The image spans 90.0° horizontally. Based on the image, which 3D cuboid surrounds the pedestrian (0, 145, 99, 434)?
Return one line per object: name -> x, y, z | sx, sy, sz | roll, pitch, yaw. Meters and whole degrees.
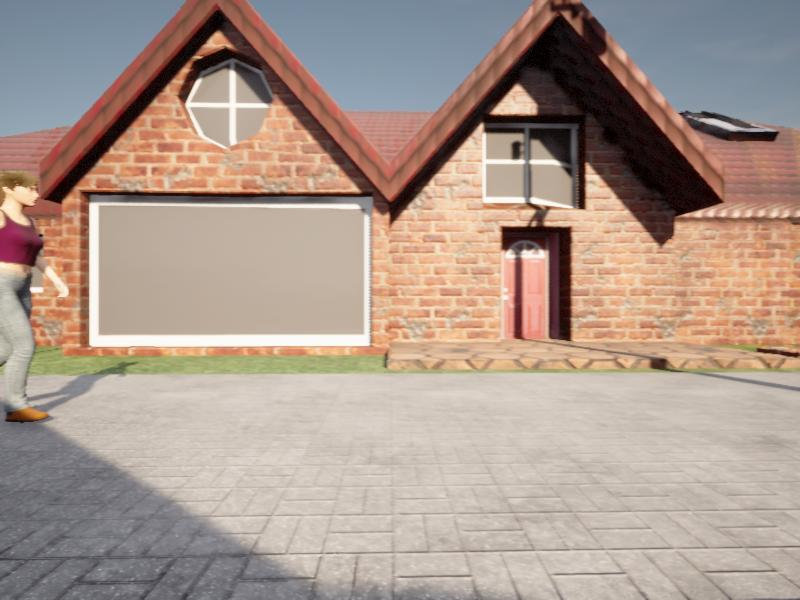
pedestrian -> -2.811, -0.068, 2.901 | 0.751, 1.860, 0.751 | 0, 0, -12
